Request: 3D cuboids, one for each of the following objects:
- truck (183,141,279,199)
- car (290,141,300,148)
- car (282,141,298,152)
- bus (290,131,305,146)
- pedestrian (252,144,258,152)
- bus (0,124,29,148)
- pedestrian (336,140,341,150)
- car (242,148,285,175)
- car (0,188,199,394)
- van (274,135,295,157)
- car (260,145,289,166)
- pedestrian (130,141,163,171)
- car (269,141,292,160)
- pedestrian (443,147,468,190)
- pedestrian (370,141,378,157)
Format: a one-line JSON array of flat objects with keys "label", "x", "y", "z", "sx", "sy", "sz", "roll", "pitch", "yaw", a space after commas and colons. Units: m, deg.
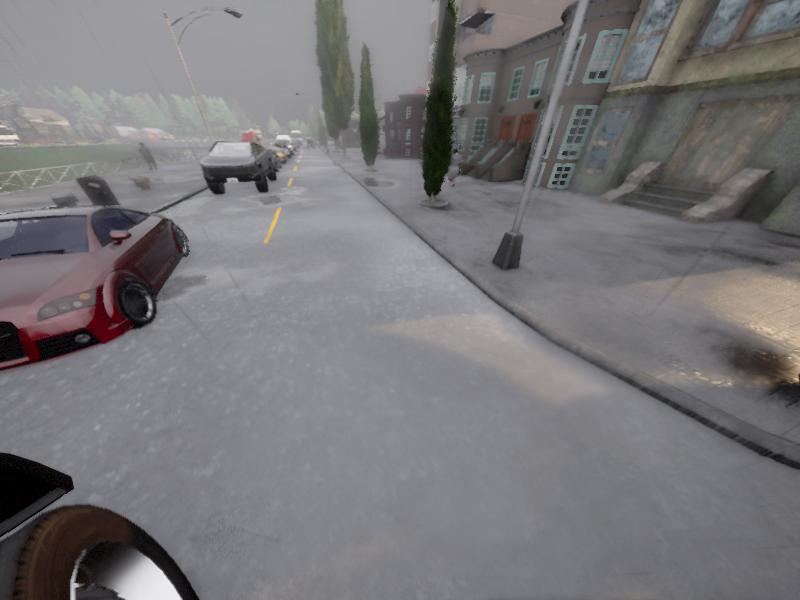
[{"label": "truck", "x": -8.453, "y": -7.328, "z": 12.527, "sx": 2.390, "sy": 2.098, "sz": 6.274, "roll": -10, "pitch": 36, "yaw": -15}, {"label": "car", "x": -29.073, "y": -43.329, "z": 64.288, "sx": 2.033, "sy": 1.649, "sz": 4.856, "roll": -10, "pitch": 36, "yaw": -15}, {"label": "car", "x": -21.584, "y": -30.249, "z": 45.495, "sx": 2.097, "sy": 1.767, "sz": 4.553, "roll": -10, "pitch": 36, "yaw": -15}, {"label": "bus", "x": -36.710, "y": -58.044, "z": 83.010, "sx": 3.944, "sy": 4.253, "sz": 10.273, "roll": -10, "pitch": 36, "yaw": -15}, {"label": "pedestrian", "x": -26.796, "y": -28.073, "z": 42.679, "sx": 0.500, "sy": 1.100, "sz": 0.500, "roll": -21, "pitch": 40, "yaw": -28}, {"label": "bus", "x": -88.509, "y": -35.048, "z": 49.224, "sx": 3.944, "sy": 4.253, "sz": 10.273, "roll": -10, "pitch": 36, "yaw": -15}, {"label": "pedestrian", "x": -13.952, "y": -35.404, "z": 52.728, "sx": 0.751, "sy": 1.860, "sz": 0.751, "roll": -2, "pitch": 35, "yaw": -3}, {"label": "car", "x": -10.985, "y": -11.527, "z": 19.030, "sx": 2.128, "sy": 1.511, "sz": 4.902, "roll": -10, "pitch": 36, "yaw": -15}, {"label": "car", "x": -5.127, "y": -0.640, "z": 3.637, "sx": 1.994, "sy": 1.385, "sz": 4.181, "roll": -15, "pitch": 37, "yaw": -22}, {"label": "van", "x": -17.952, "y": -24.175, "z": 36.181, "sx": 1.988, "sy": 2.561, "sz": 5.915, "roll": -10, "pitch": 36, "yaw": -15}, {"label": "car", "x": -13.157, "y": -15.370, "z": 24.454, "sx": 1.801, "sy": 1.575, "sz": 5.366, "roll": -10, "pitch": 36, "yaw": -15}, {"label": "pedestrian", "x": -18.935, "y": -10.778, "z": 17.332, "sx": 0.751, "sy": 1.860, "sz": 0.751, "roll": -10, "pitch": 36, "yaw": -15}, {"label": "car", "x": -15.607, "y": -19.794, "z": 30.506, "sx": 1.932, "sy": 1.855, "sz": 4.605, "roll": -10, "pitch": 36, "yaw": -15}, {"label": "pedestrian", "x": 2.822, "y": -6.808, "z": 11.959, "sx": 0.751, "sy": 1.860, "sz": 0.751, "roll": -11, "pitch": 37, "yaw": -16}, {"label": "pedestrian", "x": -3.702, "y": -21.393, "z": 32.796, "sx": 0.751, "sy": 1.860, "sz": 0.751, "roll": -13, "pitch": 37, "yaw": -18}]
